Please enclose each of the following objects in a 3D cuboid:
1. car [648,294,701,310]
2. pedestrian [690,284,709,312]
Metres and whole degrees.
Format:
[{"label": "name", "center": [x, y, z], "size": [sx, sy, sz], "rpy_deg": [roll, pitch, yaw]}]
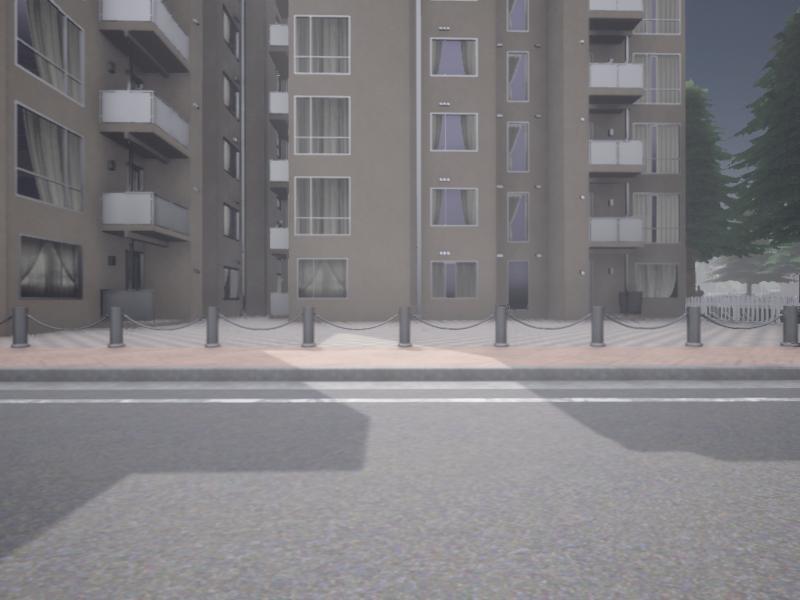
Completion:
[{"label": "car", "center": [27.598, 0.212, 40.408], "size": [1.837, 1.490, 4.892], "rpy_deg": [0, 0, -2]}, {"label": "pedestrian", "center": [20.617, -0.134, 27.523], "size": [0.751, 1.860, 0.751], "rpy_deg": [0, 0, 1]}]
